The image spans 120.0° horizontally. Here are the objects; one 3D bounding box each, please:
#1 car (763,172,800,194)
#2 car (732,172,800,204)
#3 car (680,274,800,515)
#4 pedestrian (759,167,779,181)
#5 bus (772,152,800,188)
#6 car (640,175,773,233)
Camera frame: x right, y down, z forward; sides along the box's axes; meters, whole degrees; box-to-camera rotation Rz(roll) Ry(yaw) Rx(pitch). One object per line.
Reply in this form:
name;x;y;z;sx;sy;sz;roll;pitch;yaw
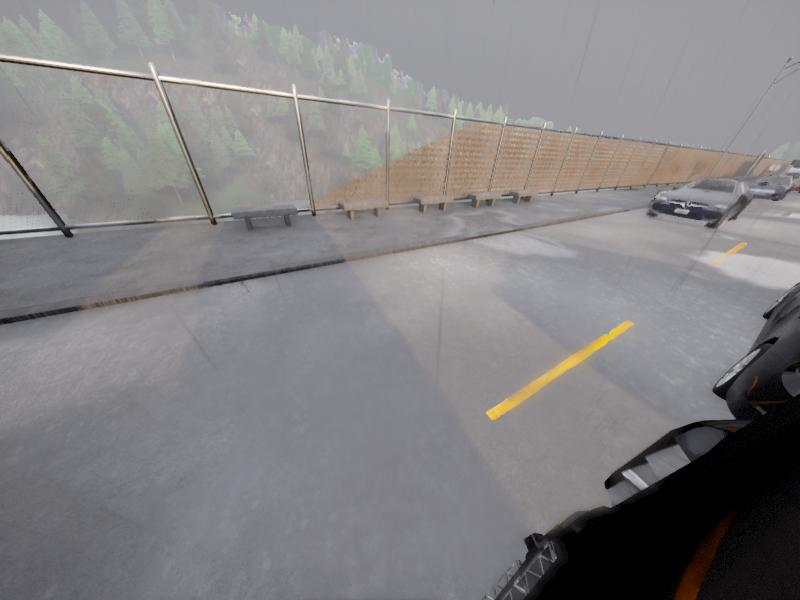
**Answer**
car;39.846;-11.947;23.450;4.611;1.667;2.242;-16;38;-26
car;27.831;-8.510;17.390;4.856;1.649;2.033;-17;39;-25
car;5.342;0.498;2.209;5.008;1.535;1.882;-16;38;-26
pedestrian;56.644;-19.366;35.493;0.751;1.860;0.751;-15;38;-25
bus;53.553;-16.835;29.518;10.273;4.253;3.944;-16;38;-26
car;13.305;-4.363;10.055;5.027;1.651;2.152;-16;38;-26
